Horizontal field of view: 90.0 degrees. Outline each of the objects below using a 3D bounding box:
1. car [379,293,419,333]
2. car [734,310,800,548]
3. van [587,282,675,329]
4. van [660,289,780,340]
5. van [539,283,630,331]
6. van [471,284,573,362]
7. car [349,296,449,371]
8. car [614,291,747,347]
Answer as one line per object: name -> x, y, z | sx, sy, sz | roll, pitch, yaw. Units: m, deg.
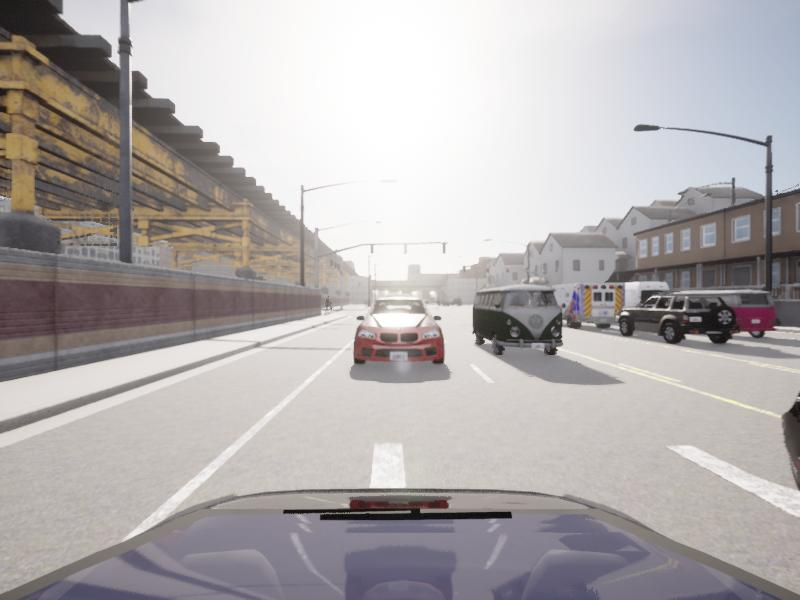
car -> -0.047, 0.615, 20.867 | 1.905, 1.878, 3.866 | 0, 0, 0
car -> 3.488, 0.841, 0.595 | 1.837, 1.490, 4.892 | 0, 0, -1
van -> 13.935, 0.285, 24.691 | 1.988, 2.561, 5.915 | 0, 0, 0
van -> 13.952, 0.568, 17.853 | 1.775, 1.987, 4.442 | 0, 0, 0
van -> 10.450, 0.342, 23.454 | 2.351, 2.431, 6.366 | 0, 0, 0
van -> 3.473, 0.580, 12.288 | 1.775, 1.987, 4.442 | 0, 0, 0
car -> -0.026, 0.740, 11.194 | 2.242, 1.667, 4.611 | 0, 0, 0
car -> 10.465, 0.628, 15.480 | 1.932, 1.855, 4.605 | 0, 0, 0
